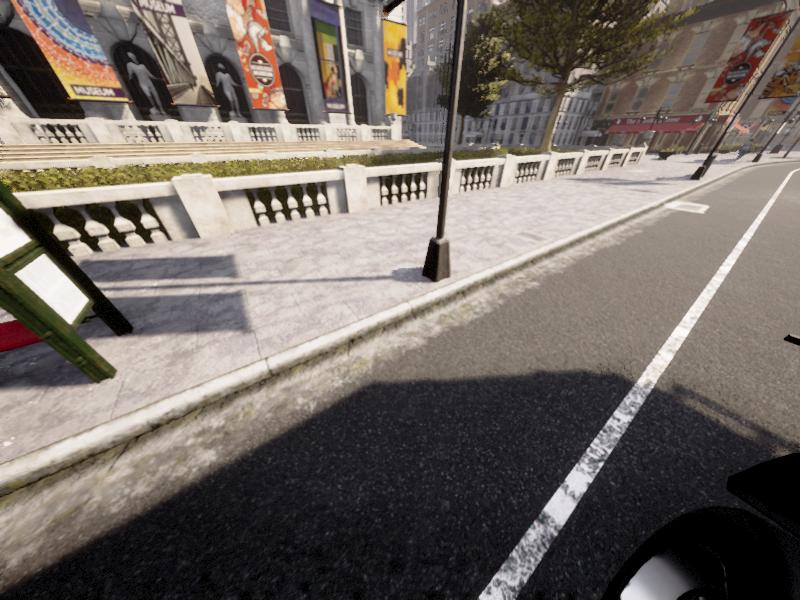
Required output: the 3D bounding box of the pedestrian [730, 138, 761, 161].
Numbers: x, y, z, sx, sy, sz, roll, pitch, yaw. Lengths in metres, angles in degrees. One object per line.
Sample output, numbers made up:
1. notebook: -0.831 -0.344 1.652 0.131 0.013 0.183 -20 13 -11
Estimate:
1. pedestrian: 34.125 -14.841 22.817 0.751 1.860 0.751 -15 38 -20
